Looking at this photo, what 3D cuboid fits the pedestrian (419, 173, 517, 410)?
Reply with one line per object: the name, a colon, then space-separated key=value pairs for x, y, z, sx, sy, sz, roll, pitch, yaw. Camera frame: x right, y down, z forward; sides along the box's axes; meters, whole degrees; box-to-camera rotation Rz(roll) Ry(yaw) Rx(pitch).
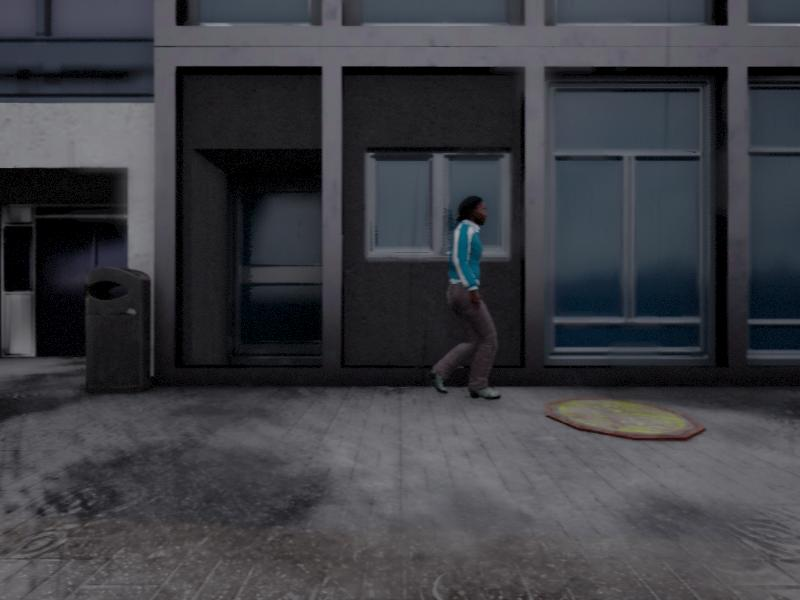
pedestrian: x=0.552 y=-0.067 z=3.525 sx=0.751 sy=1.860 sz=0.751 roll=0 pitch=0 yaw=1
